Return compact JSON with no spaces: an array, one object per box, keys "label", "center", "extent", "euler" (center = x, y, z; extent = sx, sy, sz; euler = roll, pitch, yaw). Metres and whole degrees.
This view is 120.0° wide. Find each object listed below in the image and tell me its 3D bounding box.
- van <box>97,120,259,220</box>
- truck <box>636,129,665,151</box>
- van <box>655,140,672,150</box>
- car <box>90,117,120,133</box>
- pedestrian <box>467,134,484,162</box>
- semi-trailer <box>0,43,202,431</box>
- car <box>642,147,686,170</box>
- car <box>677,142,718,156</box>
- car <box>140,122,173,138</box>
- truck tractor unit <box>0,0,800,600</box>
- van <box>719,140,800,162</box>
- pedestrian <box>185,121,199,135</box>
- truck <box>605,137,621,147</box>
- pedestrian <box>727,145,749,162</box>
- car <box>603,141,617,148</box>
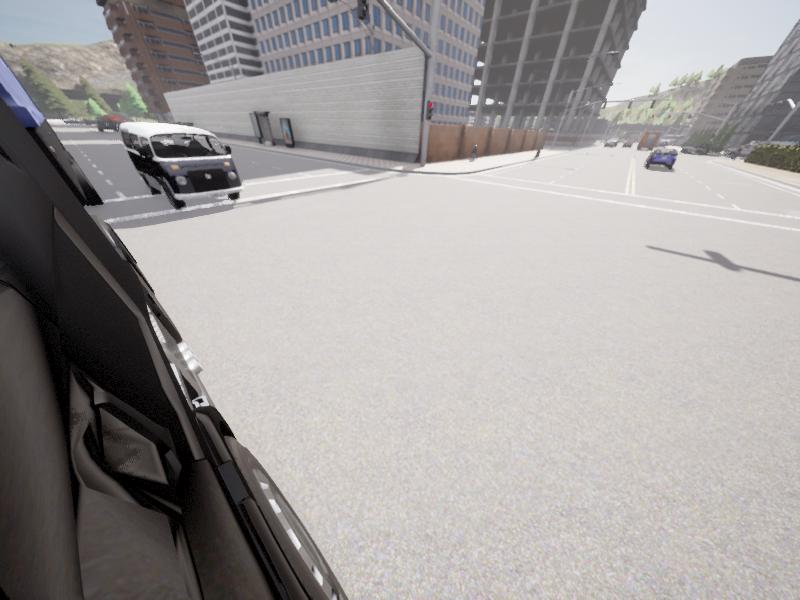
[{"label":"van","center":[-6.950,-4.301,7.291],"extent":[4.480,2.038,2.069],"euler":[26,43,29]},{"label":"truck","center":[59.318,-38.097,54.960],"extent":[2.891,3.827,8.468],"euler":[28,43,30]},{"label":"van","center":[68.163,-40.226,59.812],"extent":[2.069,2.038,4.480],"euler":[28,43,30]},{"label":"car","center":[-51.444,-30.577,40.314],"extent":[5.566,2.045,2.150],"euler":[28,44,30]},{"label":"pedestrian","center":[6.141,-12.416,18.867],"extent":[0.751,1.860,0.751],"euler":[24,42,27]},{"label":"semi-trailer","center":[-8.705,-3.589,4.237],"extent":[14.254,4.402,2.717],"euler":[28,44,30]},{"label":"car","center":[24.596,-13.351,21.689],"extent":[2.007,1.525,4.514],"euler":[28,43,30]},{"label":"car","center":[54.549,-27.777,42.444],"extent":[1.905,1.878,3.866],"euler":[-7,38,-13]},{"label":"car","center":[-35.587,-24.779,33.698],"extent":[4.856,1.649,2.033],"euler":[28,44,30]},{"label":"truck tractor unit","center":[-2.645,-0.295,0.351],"extent":[6.516,4.208,3.053],"euler":[28,44,30]},{"label":"van","center":[56.053,-23.494,36.276],"extent":[6.366,2.431,2.351],"euler":[27,43,30]},{"label":"pedestrian","center":[-33.641,-27.761,37.329],"extent":[0.751,1.860,0.751],"euler":[8,37,8]},{"label":"truck","center":[58.655,-43.472,63.620],"extent":[2.390,2.098,6.274],"euler":[28,43,30]},{"label":"pedestrian","center":[45.924,-19.954,31.408],"extent":[0.751,1.860,0.751],"euler":[-28,46,-34]},{"label":"car","center":[52.961,-39.291,58.263],"extent":[2.033,1.411,5.357],"euler":[28,43,30]}]
